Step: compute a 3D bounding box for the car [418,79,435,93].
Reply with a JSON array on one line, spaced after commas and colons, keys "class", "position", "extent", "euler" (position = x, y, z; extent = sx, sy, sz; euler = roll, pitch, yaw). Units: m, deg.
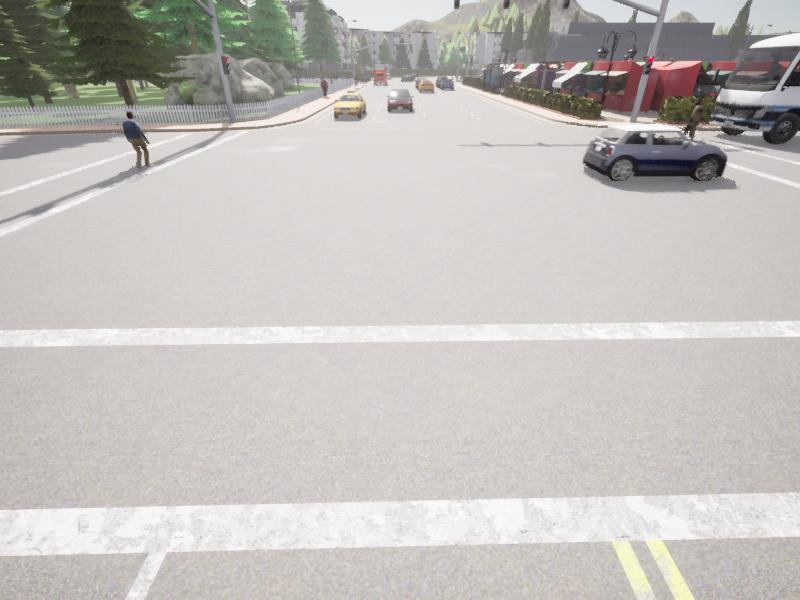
[{"class": "car", "position": [3.548, -28.941, 54.059], "extent": [1.882, 1.535, 5.008], "euler": [0, 30, 0]}]

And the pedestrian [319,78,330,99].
[{"class": "pedestrian", "position": [-7.744, -21.783, 41.131], "extent": [0.751, 1.860, 0.751], "euler": [0, 30, 0]}]

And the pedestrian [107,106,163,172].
[{"class": "pedestrian", "position": [-8.504, -5.178, 12.899], "extent": [0.751, 1.860, 0.751], "euler": [1, 30, 1]}]

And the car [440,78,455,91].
[{"class": "car", "position": [7.008, -32.055, 59.455], "extent": [1.816, 1.474, 4.193], "euler": [0, 30, 0]}]

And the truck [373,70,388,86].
[{"class": "truck", "position": [-3.507, -40.703, 73.276], "extent": [2.627, 2.467, 5.204], "euler": [0, 30, 0]}]

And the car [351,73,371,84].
[{"class": "car", "position": [-8.080, -46.015, 82.972], "extent": [3.866, 1.878, 1.905], "euler": [-4, 31, -7]}]

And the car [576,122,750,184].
[{"class": "car", "position": [7.928, -4.626, 12.458], "extent": [3.806, 1.475, 1.970], "euler": [0, 30, -1]}]

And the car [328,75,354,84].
[{"class": "car", "position": [-11.751, -44.028, 79.932], "extent": [4.892, 1.490, 1.837], "euler": [1, 30, 1]}]

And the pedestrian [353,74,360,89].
[{"class": "pedestrian", "position": [-6.484, -32.522, 59.523], "extent": [0.751, 1.860, 0.751], "euler": [0, 30, 1]}]

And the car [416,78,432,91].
[{"class": "car", "position": [3.519, -32.304, 59.877], "extent": [2.163, 1.488, 4.792], "euler": [0, 30, 0]}]

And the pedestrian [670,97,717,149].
[{"class": "pedestrian", "position": [12.139, -7.347, 16.604], "extent": [0.751, 1.860, 0.751], "euler": [-7, 31, -12]}]

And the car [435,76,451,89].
[{"class": "car", "position": [7.008, -35.415, 65.058], "extent": [2.033, 1.649, 4.856], "euler": [0, 30, 0]}]

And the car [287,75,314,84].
[{"class": "car", "position": [-19.942, -44.133, 80.111], "extent": [4.892, 1.490, 1.837], "euler": [1, 30, 1]}]

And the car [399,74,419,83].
[{"class": "car", "position": [2.051, -48.986, 88.484], "extent": [2.128, 1.511, 4.902], "euler": [17, 34, 26]}]

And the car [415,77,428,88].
[{"class": "car", "position": [3.508, -35.776, 65.766], "extent": [1.882, 1.535, 5.008], "euler": [0, 30, 0]}]

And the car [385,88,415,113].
[{"class": "car", "position": [0.005, -15.981, 31.920], "extent": [2.163, 1.488, 4.792], "euler": [0, 30, 0]}]

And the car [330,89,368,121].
[{"class": "car", "position": [-3.449, -13.695, 27.906], "extent": [1.801, 1.575, 5.366], "euler": [1, 30, 1]}]

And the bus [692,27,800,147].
[{"class": "bus", "position": [20.115, -9.387, 17.770], "extent": [10.273, 4.253, 3.944], "euler": [0, 30, 0]}]
